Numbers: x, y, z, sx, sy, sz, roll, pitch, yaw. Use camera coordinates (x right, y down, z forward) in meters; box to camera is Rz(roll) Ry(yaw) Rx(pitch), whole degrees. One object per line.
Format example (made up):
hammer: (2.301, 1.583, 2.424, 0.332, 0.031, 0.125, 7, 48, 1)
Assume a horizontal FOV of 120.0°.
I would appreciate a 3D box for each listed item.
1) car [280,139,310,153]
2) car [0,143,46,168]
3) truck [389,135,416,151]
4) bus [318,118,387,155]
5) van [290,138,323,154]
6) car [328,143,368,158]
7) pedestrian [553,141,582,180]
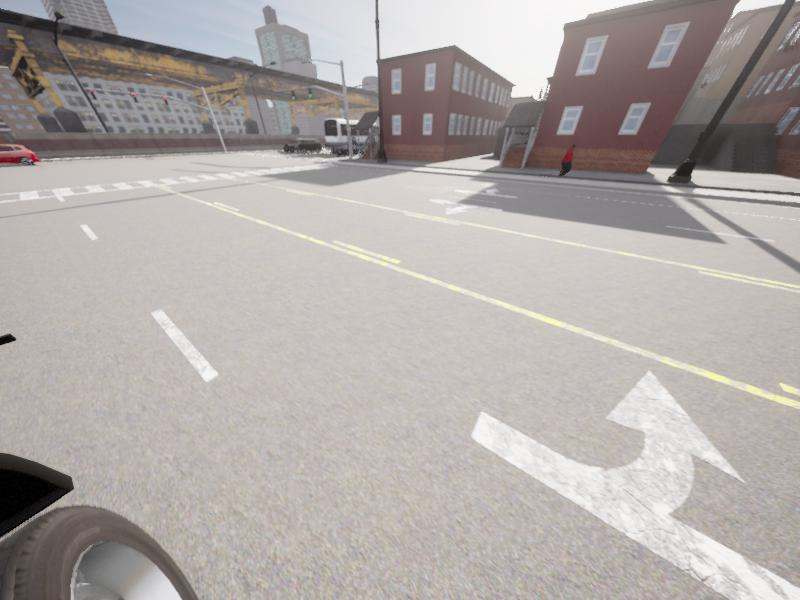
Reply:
car: (-17.777, -26.166, 39.147, 1.905, 1.878, 3.866, 23, 41, 28)
car: (-34.914, -12.401, 19.838, 2.242, 1.667, 4.611, 23, 41, 28)
truck: (0.457, -30.590, 44.954, 2.627, 2.467, 5.204, 23, 41, 28)
bus: (-6.912, -25.555, 36.278, 3.944, 4.253, 10.273, 23, 41, 28)
van: (-15.046, -24.928, 37.326, 1.775, 1.987, 4.442, 23, 41, 29)
car: (-6.997, -20.748, 31.964, 2.033, 1.411, 5.357, 23, 41, 29)
pedestrian: (9.836, -8.183, 13.572, 0.751, 1.860, 0.751, 22, 41, 27)
